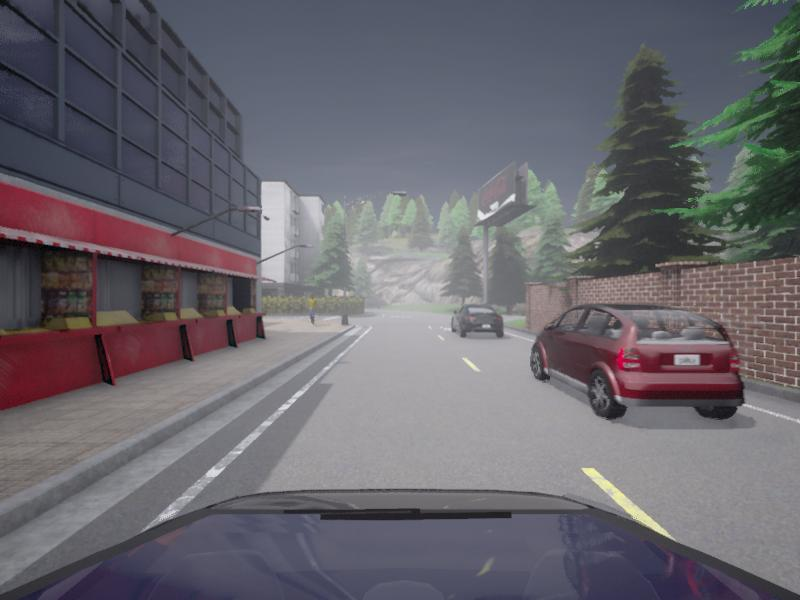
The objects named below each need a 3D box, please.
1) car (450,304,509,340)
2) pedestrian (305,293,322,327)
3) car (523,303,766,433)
[{"bbox_3d":[3.526,0.915,18.616,1.812,1.442,4.674,0,0,0],"label":"car"},{"bbox_3d":[-4.809,0.539,22.293,0.751,1.860,0.751,0,0,8],"label":"pedestrian"},{"bbox_3d":[3.525,0.833,6.688,1.789,1.549,3.705,0,0,0],"label":"car"}]
